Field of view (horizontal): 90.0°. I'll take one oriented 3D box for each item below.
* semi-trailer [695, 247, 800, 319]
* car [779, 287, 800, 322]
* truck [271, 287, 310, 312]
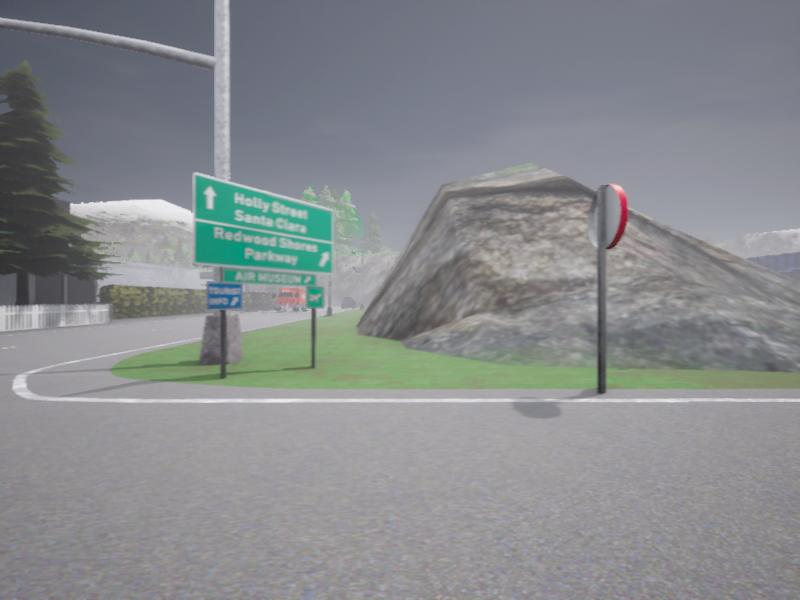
[{"bbox_3d":[25.621,-1.027,25.713,2.717,4.402,14.254,0,0,0],"label":"semi-trailer"},{"bbox_3d":[22.176,0.238,20.454,1.905,1.878,3.866,0,0,0],"label":"car"},{"bbox_3d":[-11.250,-0.038,41.465,2.627,2.467,5.204,0,0,0],"label":"truck"}]
